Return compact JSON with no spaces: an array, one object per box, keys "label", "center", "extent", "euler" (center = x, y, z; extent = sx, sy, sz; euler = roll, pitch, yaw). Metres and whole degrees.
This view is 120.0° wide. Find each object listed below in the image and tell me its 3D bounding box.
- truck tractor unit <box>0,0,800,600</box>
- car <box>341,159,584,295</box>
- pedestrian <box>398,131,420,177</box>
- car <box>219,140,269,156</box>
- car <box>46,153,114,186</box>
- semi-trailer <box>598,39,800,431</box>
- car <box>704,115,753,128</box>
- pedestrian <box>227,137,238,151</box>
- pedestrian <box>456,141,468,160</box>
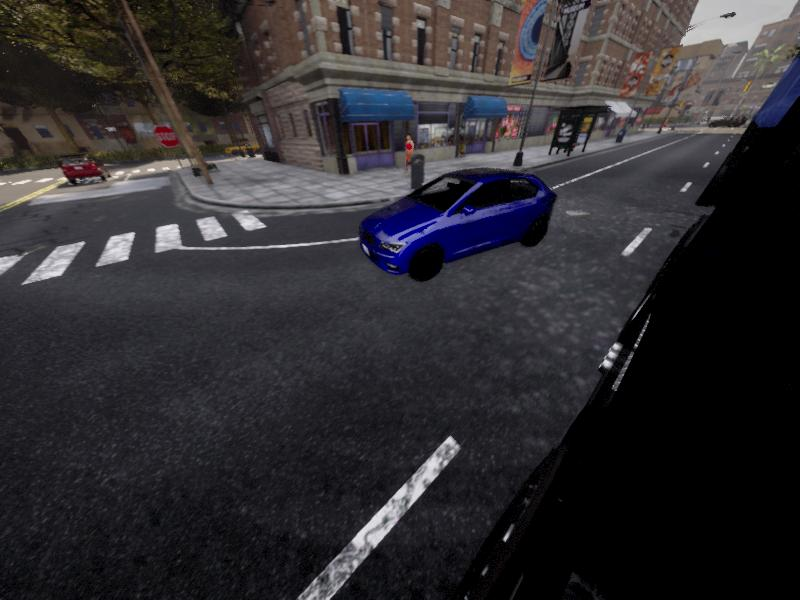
[{"label":"truck tractor unit","center":[2.645,-0.295,0.351],"extent":[6.516,4.208,3.053],"euler":[-28,44,-30]},{"label":"car","center":[1.225,-1.768,4.729],"extent":[4.193,1.474,1.816],"euler":[-19,40,-21]},{"label":"pedestrian","center":[0.474,-7.344,11.654],"extent":[0.751,1.860,0.751],"euler":[-29,44,-31]},{"label":"car","center":[-21.721,-21.360,32.385],"extent":[5.366,1.575,1.801],"euler":[-28,43,-30]},{"label":"car","center":[-21.661,-9.067,15.862],"extent":[1.789,1.549,3.705],"euler":[-29,44,-31]},{"label":"semi-trailer","center":[8.696,-3.590,4.253],"extent":[14.254,4.402,2.717],"euler":[-28,43,-30]},{"label":"car","center":[61.772,-33.677,43.620],"extent":[1.932,1.855,4.605],"euler":[-13,38,-14]},{"label":"pedestrian","center":[-27.894,-26.033,38.516],"extent":[0.751,1.860,0.751],"euler":[-27,43,-29]},{"label":"pedestrian","center":[4.470,-10.790,16.683],"extent":[0.500,1.100,0.500],"euler":[-26,43,-28]}]
